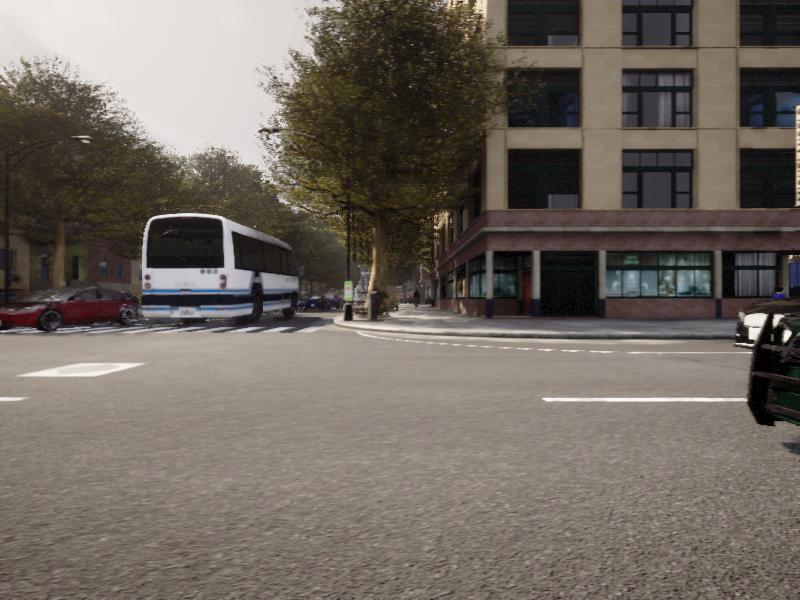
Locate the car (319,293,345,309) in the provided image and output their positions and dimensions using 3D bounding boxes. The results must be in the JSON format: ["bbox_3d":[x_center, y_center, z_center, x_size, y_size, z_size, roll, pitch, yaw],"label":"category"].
[{"bbox_3d":[-7.580,0.104,44.879,2.097,1.767,4.553,0,0,1],"label":"car"}]

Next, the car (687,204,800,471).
[{"bbox_3d":[4.802,0.224,2.203,4.974,1.542,2.038,0,0,0],"label":"car"}]

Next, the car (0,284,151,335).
[{"bbox_3d":[-11.560,0.266,14.109,2.163,1.488,4.792,0,0,7],"label":"car"}]

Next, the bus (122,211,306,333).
[{"bbox_3d":[-7.716,-1.110,19.127,3.944,4.253,10.273,0,2,0],"label":"bus"}]

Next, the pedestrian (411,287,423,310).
[{"bbox_3d":[1.414,-0.116,33.179,0.751,1.860,0.751,0,0,-14],"label":"pedestrian"}]

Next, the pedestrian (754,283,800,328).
[{"bbox_3d":[11.230,0.152,11.898,0.751,1.300,0.751,0,0,-10],"label":"pedestrian"}]

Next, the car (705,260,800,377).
[{"bbox_3d":[7.610,0.227,5.697,4.902,1.511,2.128,0,0,1],"label":"car"}]

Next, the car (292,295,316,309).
[{"bbox_3d":[-11.072,0.202,46.362,1.851,1.617,3.988,0,0,0],"label":"car"}]

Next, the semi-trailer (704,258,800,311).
[{"bbox_3d":[34.520,-1.258,36.507,2.717,4.402,14.254,0,0,0],"label":"semi-trailer"}]

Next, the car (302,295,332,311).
[{"bbox_3d":[-7.583,0.280,37.101,1.812,1.442,4.674,0,0,0],"label":"car"}]
